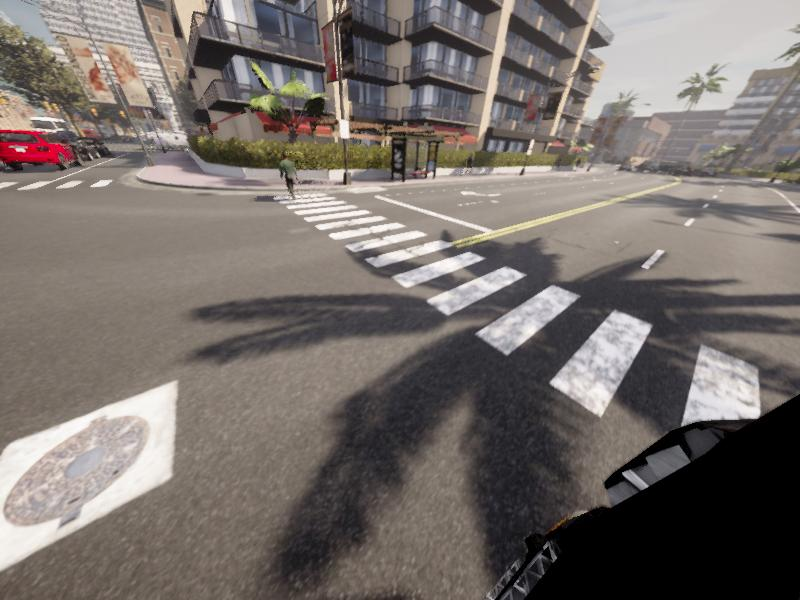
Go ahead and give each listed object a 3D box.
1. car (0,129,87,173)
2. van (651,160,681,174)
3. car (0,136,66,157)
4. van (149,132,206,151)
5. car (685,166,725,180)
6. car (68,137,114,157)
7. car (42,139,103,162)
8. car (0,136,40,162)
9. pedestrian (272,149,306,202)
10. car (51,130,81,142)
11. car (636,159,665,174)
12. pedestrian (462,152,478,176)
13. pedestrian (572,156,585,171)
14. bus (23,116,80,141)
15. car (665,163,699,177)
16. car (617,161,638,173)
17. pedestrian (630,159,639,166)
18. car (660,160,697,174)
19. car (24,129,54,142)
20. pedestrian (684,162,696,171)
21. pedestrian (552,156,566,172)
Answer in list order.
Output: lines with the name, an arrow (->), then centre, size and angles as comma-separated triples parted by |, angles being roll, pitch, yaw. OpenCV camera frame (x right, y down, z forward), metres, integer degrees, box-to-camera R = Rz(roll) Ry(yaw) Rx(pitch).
car -> -23.340, -9.724, 14.962 | 2.150, 2.045, 5.566 | -22, 41, -32
van -> 51.500, -25.840, 44.853 | 1.775, 1.987, 4.442 | 16, 36, 19
car -> -34.298, -14.480, 21.752 | 2.007, 1.525, 4.514 | -22, 41, -32
van -> -37.554, -26.799, 39.204 | 6.366, 2.431, 2.351 | -22, 41, -32
car -> 51.688, -21.739, 39.291 | 2.152, 1.651, 5.027 | 19, 37, 22
car -> -32.019, -15.971, 24.091 | 1.851, 1.617, 3.988 | -22, 41, -32
car -> -28.125, -13.026, 20.061 | 1.837, 1.490, 4.892 | -22, 41, -32
car -> -30.488, -11.663, 17.780 | 1.789, 1.549, 3.705 | -22, 41, -32
pedestrian -> -4.669, -5.254, 9.770 | 0.751, 1.860, 0.751 | -21, 40, -31
car -> -71.566, -35.195, 49.615 | 2.150, 2.045, 5.566 | -22, 41, -32
car -> 46.500, -24.941, 43.081 | 2.150, 2.045, 5.566 | 21, 38, 25
pedestrian -> 6.460, -12.521, 21.251 | 0.751, 1.860, 0.751 | -22, 41, -32
pedestrian -> 27.179, -20.805, 35.256 | 0.751, 1.860, 0.751 | -23, 41, -33
bus -> -80.609, -39.833, 53.899 | 3.944, 4.253, 10.273 | -22, 41, -32
car -> 46.937, -21.682, 38.547 | 2.242, 1.667, 4.611 | 22, 38, 27
car -> 42.710, -25.141, 43.536 | 1.851, 1.617, 3.988 | 21, 38, 25
pedestrian -> 68.959, -40.418, 67.869 | 0.751, 1.860, 0.751 | -1, 34, -5
car -> 56.529, -27.079, 47.048 | 2.150, 2.045, 5.566 | 14, 35, 16
car -> -73.846, -33.669, 47.304 | 1.905, 1.878, 3.866 | -22, 41, -32
pedestrian -> 67.830, -31.292, 54.070 | 0.751, 1.860, 0.751 | 11, 34, 12
pedestrian -> 21.128, -18.078, 30.704 | 0.751, 1.860, 0.751 | -20, 40, -31
